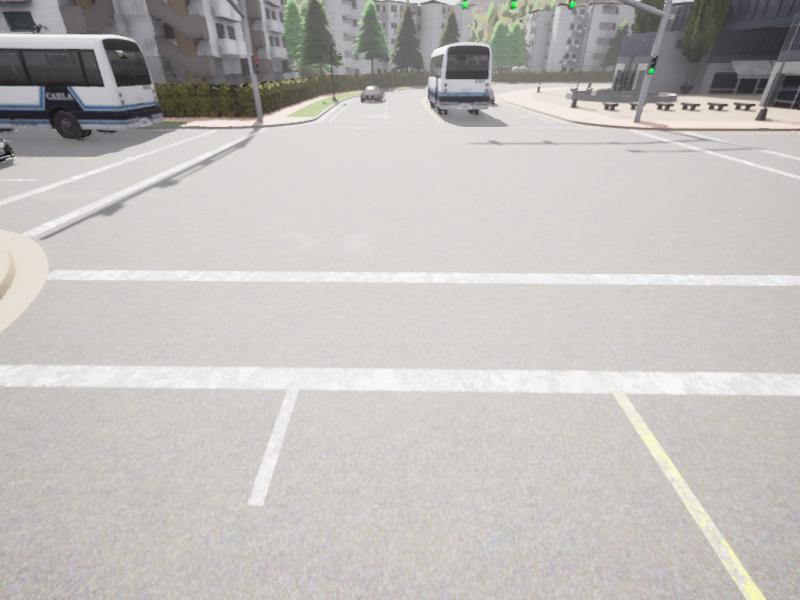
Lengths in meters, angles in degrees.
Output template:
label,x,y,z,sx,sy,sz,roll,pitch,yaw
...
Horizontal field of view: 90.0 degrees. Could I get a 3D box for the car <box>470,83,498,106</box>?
label,x,y,z,sx,sy,sz,roll,pitch,yaw
car,7.636,-18.931,36.784,1.851,1.617,3.988,1,30,2

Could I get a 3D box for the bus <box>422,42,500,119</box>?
label,x,y,z,sx,sy,sz,roll,pitch,yaw
bus,4.038,-16.464,29.941,3.944,4.253,10.273,-1,30,-1

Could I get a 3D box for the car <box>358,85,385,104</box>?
label,x,y,z,sx,sy,sz,roll,pitch,yaw
car,-2.628,-19.706,38.341,1.994,1.385,4.181,2,30,3

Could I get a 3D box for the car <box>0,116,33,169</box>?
label,x,y,z,sx,sy,sz,roll,pitch,yaw
car,-16.037,-5.283,13.532,4.902,1.511,2.128,1,30,1

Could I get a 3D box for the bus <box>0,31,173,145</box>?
label,x,y,z,sx,sy,sz,roll,pitch,yaw
bus,-17.347,-9.953,18.811,10.273,4.253,3.944,1,30,1
